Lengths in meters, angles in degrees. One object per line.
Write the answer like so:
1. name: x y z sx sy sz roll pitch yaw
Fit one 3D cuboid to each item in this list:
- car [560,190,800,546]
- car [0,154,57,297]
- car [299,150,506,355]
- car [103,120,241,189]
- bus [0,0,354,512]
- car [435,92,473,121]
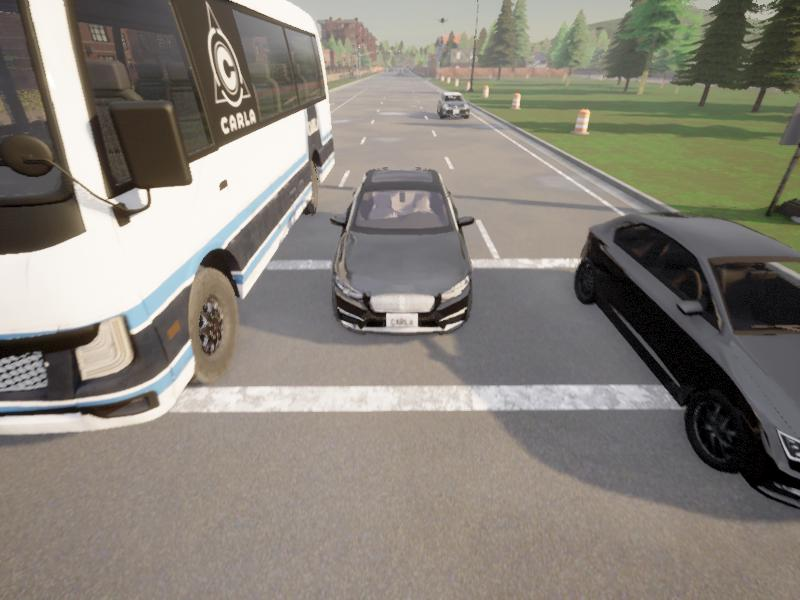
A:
1. car: 3.518 0.105 4.359 1.816 1.474 4.193 0 30 0
2. car: -7.041 -0.469 4.930 1.905 1.878 3.866 1 30 1
3. car: 0.035 -1.229 6.604 2.128 1.511 4.902 0 30 0
4. car: -6.980 -4.815 12.878 1.994 1.385 4.181 0 30 0
5. bus: -3.361 -2.761 6.510 3.944 4.253 10.273 0 30 0
6. car: 3.534 -12.976 26.727 1.970 1.475 3.806 0 30 0
